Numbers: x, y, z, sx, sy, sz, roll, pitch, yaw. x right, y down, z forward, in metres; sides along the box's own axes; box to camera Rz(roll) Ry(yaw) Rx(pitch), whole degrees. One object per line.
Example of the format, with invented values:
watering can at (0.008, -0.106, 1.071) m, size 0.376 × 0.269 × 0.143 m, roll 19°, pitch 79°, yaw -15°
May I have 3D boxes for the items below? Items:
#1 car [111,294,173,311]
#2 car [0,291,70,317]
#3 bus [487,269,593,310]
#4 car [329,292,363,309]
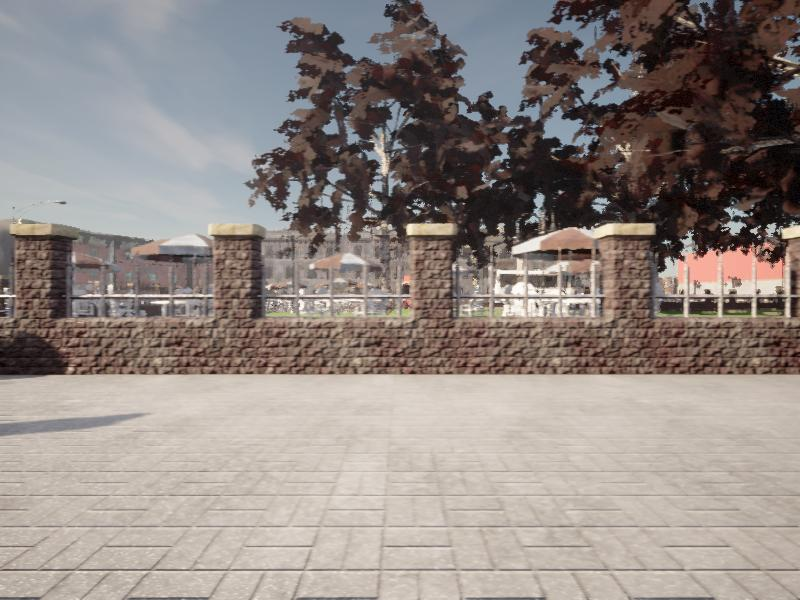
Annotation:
car at (-23.774, 0.236, 37.135) m, size 2.128 × 1.511 × 4.902 m, roll 0°, pitch 0°, yaw 9°
car at (-24.084, 0.227, 25.722) m, size 2.007 × 1.525 × 4.514 m, roll 0°, pitch 0°, yaw 0°
bus at (15.146, -1.136, 44.090) m, size 10.273 × 4.253 × 3.944 m, roll 0°, pitch 0°, yaw 0°
car at (-6.420, 0.042, 47.940) m, size 3.866 × 1.878 × 1.905 m, roll -1°, pitch 0°, yaw 0°
